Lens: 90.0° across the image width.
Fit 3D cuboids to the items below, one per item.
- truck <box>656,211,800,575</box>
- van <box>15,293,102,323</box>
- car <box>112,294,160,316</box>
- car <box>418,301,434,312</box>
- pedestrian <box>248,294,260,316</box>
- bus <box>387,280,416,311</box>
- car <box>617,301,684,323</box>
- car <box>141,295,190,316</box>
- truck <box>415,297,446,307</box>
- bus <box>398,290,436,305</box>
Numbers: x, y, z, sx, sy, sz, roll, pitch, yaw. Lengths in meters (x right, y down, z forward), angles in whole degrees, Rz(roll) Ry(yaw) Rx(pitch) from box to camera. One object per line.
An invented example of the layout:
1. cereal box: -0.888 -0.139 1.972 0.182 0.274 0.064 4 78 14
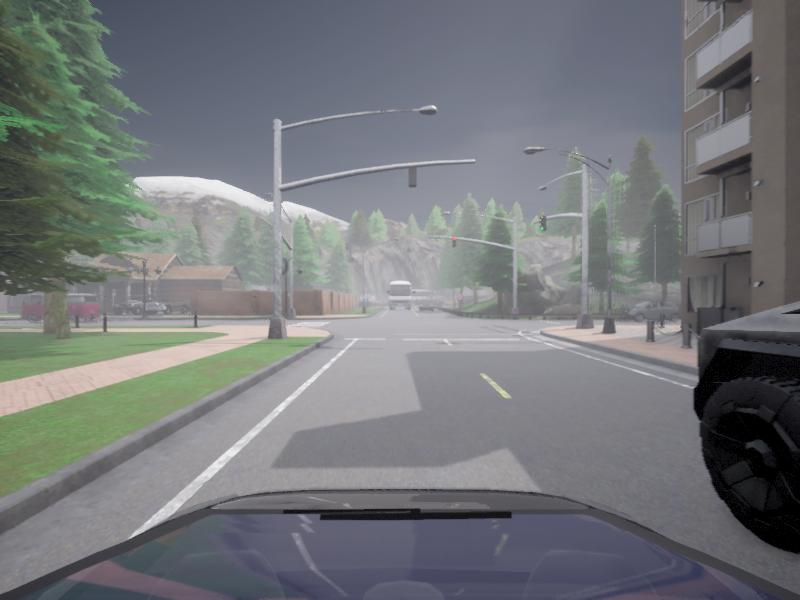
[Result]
1. truck: 3.500 0.540 0.468 2.390 2.098 6.274 0 0 0
2. van: -23.439 0.544 27.568 4.442 1.987 1.775 0 0 -1
3. car: -23.998 0.455 36.501 1.905 1.878 3.866 0 0 -1
4. car: 3.539 0.869 55.187 1.895 1.301 4.718 0 0 0
5. pedestrian: -12.513 0.429 34.323 0.751 1.860 0.751 0 0 2
6. bus: 0.164 -0.615 60.115 3.944 4.253 10.273 0 0 0
7. car: 17.791 0.803 28.569 3.633 1.501 1.845 0 0 -1
8. car: -21.493 0.453 36.946 1.932 1.855 4.605 0 0 -1
9. truck: 6.365 0.445 84.778 6.274 2.098 2.390 0 0 -1
10. bus: 4.572 -0.666 109.131 10.273 4.253 3.944 0 0 -1
